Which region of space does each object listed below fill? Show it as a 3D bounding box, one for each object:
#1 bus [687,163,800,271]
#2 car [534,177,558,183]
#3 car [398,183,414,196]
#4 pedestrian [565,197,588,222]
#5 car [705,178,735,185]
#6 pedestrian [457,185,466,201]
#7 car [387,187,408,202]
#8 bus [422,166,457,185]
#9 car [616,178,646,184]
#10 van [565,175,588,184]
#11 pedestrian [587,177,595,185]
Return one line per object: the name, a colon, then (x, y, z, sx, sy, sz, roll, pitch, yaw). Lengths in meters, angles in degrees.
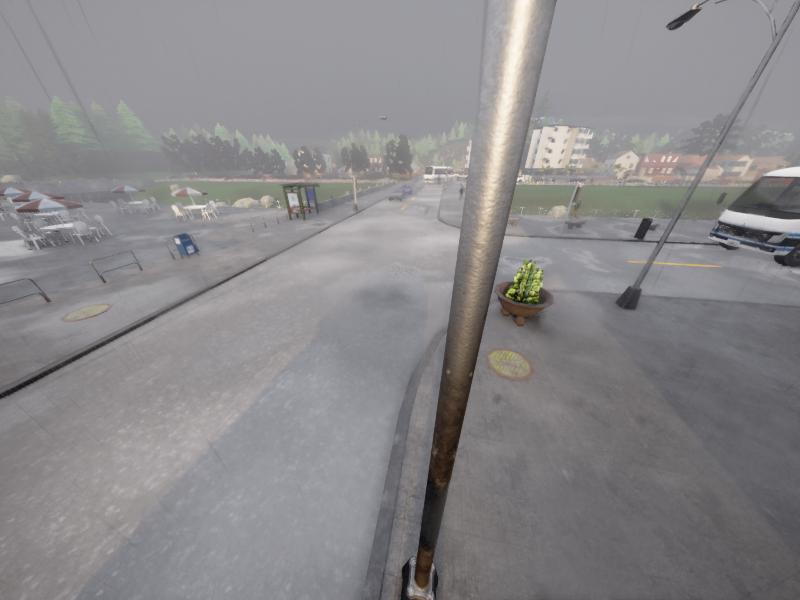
bus: (22.168, -3.804, 10.550, 10.273, 4.253, 3.944, 5, 30, 8)
car: (41.605, -34.355, 66.076, 5.238, 1.638, 1.930, 5, 30, 9)
car: (1.083, -18.878, 39.384, 2.007, 1.525, 4.514, 5, 30, 9)
pedestrian: (14.558, -7.486, 19.089, 0.751, 1.860, 0.751, 1, 30, 1)
car: (82.713, -30.674, 59.812, 3.988, 1.617, 1.851, 5, 30, 9)
pedestrian: (8.255, -14.342, 30.935, 0.751, 1.860, 0.751, 12, 32, 19)
car: (-0.263, -14.968, 32.743, 2.033, 1.411, 5.357, 5, 30, 9)
bus: (11.076, -34.822, 64.265, 10.273, 4.253, 3.944, -26, 39, -37)
car: (62.768, -32.385, 62.896, 5.357, 1.411, 2.033, 5, 30, 9)
van: (49.429, -33.814, 64.791, 4.442, 1.987, 1.775, 5, 30, 9)
pedestrian: (47.200, -29.371, 56.967, 0.751, 1.860, 0.751, 5, 30, 9)
